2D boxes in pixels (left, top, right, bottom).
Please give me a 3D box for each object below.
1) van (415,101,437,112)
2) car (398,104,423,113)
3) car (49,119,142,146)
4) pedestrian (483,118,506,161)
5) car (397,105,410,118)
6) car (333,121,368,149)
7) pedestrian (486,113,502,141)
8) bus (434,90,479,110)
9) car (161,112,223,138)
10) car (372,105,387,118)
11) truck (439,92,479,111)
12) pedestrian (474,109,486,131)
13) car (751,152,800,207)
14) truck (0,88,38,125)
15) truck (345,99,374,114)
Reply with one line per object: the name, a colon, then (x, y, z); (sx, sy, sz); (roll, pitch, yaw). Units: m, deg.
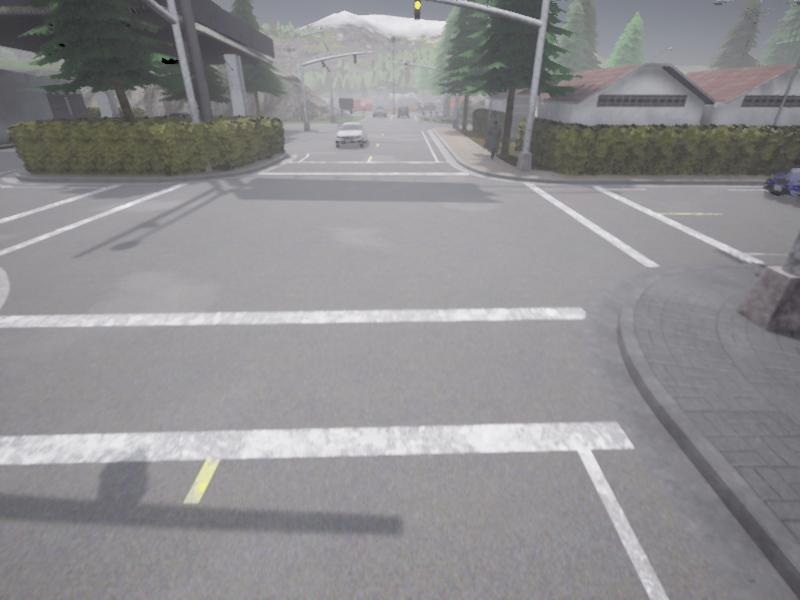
van: (5.400, -39.967, 82.740); (4.442, 1.987, 1.775); (0, 27, 1)
car: (2.026, -38.191, 79.764); (5.008, 1.535, 1.882); (0, 27, 1)
car: (-21.938, -12.187, 29.032); (4.611, 1.667, 2.242); (0, 27, 0)
pedestrian: (4.561, -7.784, 19.401); (0.751, 1.860, 0.751); (0, 27, 1)
car: (0.503, -28.373, 60.191); (1.789, 1.549, 3.705); (0, 27, 0)
car: (-3.301, -11.427, 27.504); (1.812, 1.442, 4.674); (0, 27, 1)
pedestrian: (6.871, -12.677, 29.290); (0.751, 1.860, 0.751); (0, 27, 0)
bus: (13.606, -48.859, 97.596); (10.273, 4.253, 3.944); (0, 27, 1)
car: (-17.572, -14.906, 33.976); (3.866, 1.878, 1.905); (0, 27, 0)
car: (-2.998, -28.268, 60.000); (2.038, 1.542, 4.974); (0, 27, 0)
truck: (13.328, -45.531, 91.582); (8.468, 3.827, 2.891); (0, 27, 1)
pedestrian: (7.504, -16.925, 37.643); (0.751, 1.860, 0.751); (-1, 27, -1)
car: (14.863, -4.054, 13.386); (4.193, 1.474, 1.816); (0, 27, 0)
truck: (-48.621, -22.680, 46.864); (8.468, 3.827, 2.891); (0, 27, 1)
truck: (-7.755, -37.078, 76.538); (5.204, 2.467, 2.627); (0, 27, 1)
